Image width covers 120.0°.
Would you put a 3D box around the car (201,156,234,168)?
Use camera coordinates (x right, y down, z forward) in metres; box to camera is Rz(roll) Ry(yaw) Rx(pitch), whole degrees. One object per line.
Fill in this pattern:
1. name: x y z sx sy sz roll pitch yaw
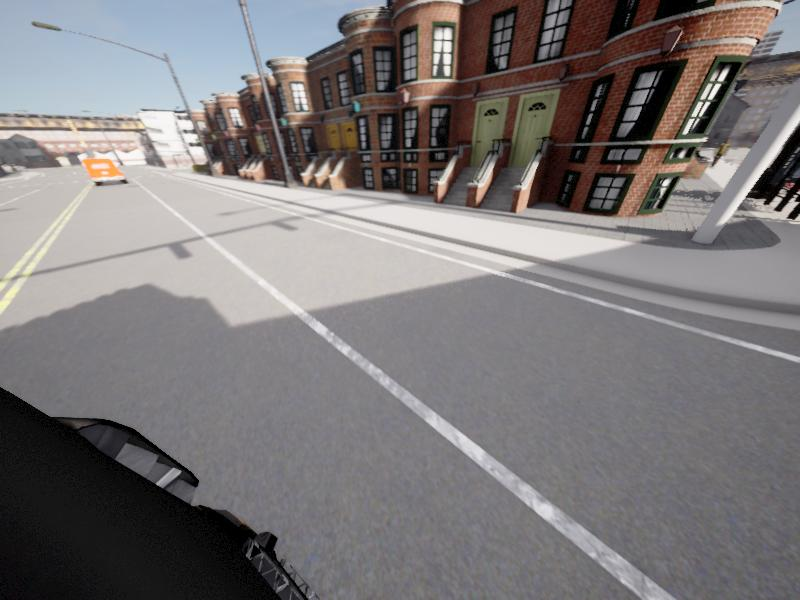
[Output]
1. car: -43.044 -32.658 54.663 2.150 2.045 5.566 27 43 36

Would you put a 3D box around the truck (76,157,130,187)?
1. truck: -32.562 -14.212 25.494 5.204 2.467 2.627 25 42 36
